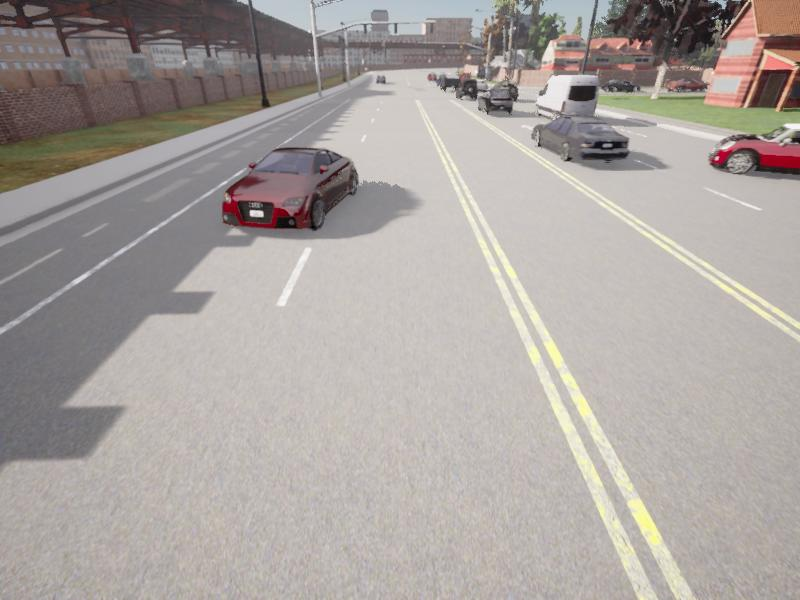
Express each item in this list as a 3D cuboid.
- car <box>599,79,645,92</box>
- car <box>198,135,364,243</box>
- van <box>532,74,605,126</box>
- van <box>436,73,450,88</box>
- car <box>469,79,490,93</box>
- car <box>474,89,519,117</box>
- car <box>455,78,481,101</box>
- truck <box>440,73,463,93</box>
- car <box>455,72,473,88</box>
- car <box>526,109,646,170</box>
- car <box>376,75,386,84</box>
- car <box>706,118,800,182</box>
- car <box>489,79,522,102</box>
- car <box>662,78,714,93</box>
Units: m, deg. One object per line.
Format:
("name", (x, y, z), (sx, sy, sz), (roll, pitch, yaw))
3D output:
("car", (29.840, -28.801, 53.783), (4.892, 1.490, 1.837), (-1, 30, -1))
("car", (-2.442, -2.854, 9.527), (1.994, 1.385, 4.181), (6, 31, 10))
("van", (10.421, -12.810, 25.398), (1.988, 2.561, 5.915), (0, 30, 1))
("van", (6.987, -36.133, 65.754), (1.775, 1.987, 4.442), (0, 31, 0))
("car", (10.490, -28.454, 53.180), (1.970, 1.475, 3.806), (0, 30, 0))
("car", (6.997, -14.607, 29.489), (2.128, 1.511, 4.902), (0, 30, 0))
("car", (6.994, -21.927, 41.628), (1.905, 1.878, 3.866), (0, 30, 0))
("truck", (6.988, -30.011, 55.223), (2.390, 2.098, 6.274), (0, 30, 0))
("car", (10.484, -36.375, 66.105), (2.150, 2.045, 5.566), (0, 31, 0))
("car", (6.841, -6.386, 15.544), (2.033, 1.411, 5.357), (-1, 30, -2))
("car", (-3.517, -41.230, 74.772), (1.845, 1.501, 3.633), (0, 31, 0))
("car", (12.276, -4.739, 12.646), (3.806, 1.475, 1.970), (17, 35, 27))
("car", (10.482, -21.024, 40.096), (1.932, 1.855, 4.605), (0, 30, 0))
("car", (38.737, -28.966, 53.941), (5.027, 1.651, 2.152), (-1, 30, -1))
